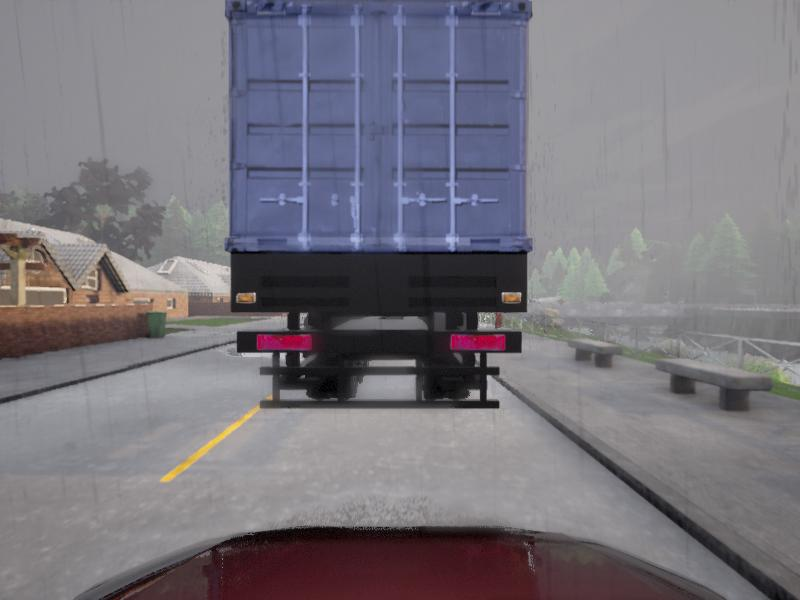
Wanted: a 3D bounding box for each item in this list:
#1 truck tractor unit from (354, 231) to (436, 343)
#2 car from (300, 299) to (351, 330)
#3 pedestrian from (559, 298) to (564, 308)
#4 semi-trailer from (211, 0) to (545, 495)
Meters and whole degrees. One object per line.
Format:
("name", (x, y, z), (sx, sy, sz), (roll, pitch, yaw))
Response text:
("truck tractor unit", (-0.207, -0.504, 18.294), (3.053, 4.208, 6.516), (0, 0, 0))
("car", (-4.248, 0.778, 23.657), (2.242, 1.667, 4.611), (0, 0, -1))
("pedestrian", (29.563, 0.599, 73.071), (0.751, 1.860, 0.751), (0, 0, 12))
("semi-trailer", (-0.184, -0.610, 10.377), (2.717, 4.402, 14.254), (0, 0, 0))
